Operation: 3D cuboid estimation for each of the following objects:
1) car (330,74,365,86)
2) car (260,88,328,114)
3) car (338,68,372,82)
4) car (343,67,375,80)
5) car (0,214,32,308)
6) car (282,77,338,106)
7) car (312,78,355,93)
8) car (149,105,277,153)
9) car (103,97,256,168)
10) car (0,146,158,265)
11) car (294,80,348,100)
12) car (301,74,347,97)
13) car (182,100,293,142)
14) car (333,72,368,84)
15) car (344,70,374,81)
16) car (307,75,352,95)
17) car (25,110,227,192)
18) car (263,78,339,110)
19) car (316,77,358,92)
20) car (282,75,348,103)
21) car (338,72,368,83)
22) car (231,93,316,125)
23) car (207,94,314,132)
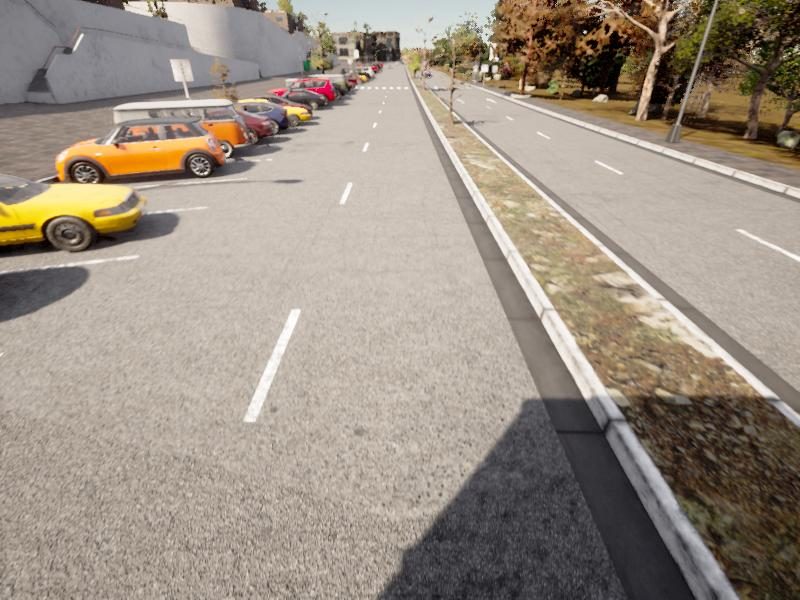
[{"bbox_3d":[-8.040,-33.747,61.315,4.792,1.488,2.163,-11,32,-17],"label":"car"},{"bbox_3d":[-8.063,-15.247,30.539,4.674,1.452,2.002,-11,33,-17],"label":"car"},{"bbox_3d":[-8.043,-40.189,71.461,5.566,2.045,2.435,-11,32,-17],"label":"car"},{"bbox_3d":[-8.094,-44.866,79.128,5.566,2.045,2.435,-11,33,-17],"label":"car"},{"bbox_3d":[-8.093,-0.119,4.798,4.792,1.488,2.163,-11,32,-17],"label":"car"},{"bbox_3d":[-7.961,-18.569,35.560,4.442,1.987,1.878,-11,32,-17],"label":"car"},{"bbox_3d":[-8.061,-25.998,48.442,4.674,1.452,2.002,-11,33,-17],"label":"car"},{"bbox_3d":[-8.061,-7.634,17.701,4.674,1.452,2.002,-11,32,-17],"label":"car"},{"bbox_3d":[-7.962,-6.379,15.037,4.442,1.987,1.878,-11,31,-17],"label":"car"},{"bbox_3d":[-7.893,-1.687,7.427,5.366,1.575,1.946,-11,31,-17],"label":"car"},{"bbox_3d":[-8.060,-21.423,40.753,4.892,1.521,2.231,-11,33,-17],"label":"car"},{"bbox_3d":[-8.178,-23.131,43.157,4.442,1.987,1.878,-11,33,-17],"label":"car"},{"bbox_3d":[-8.093,-9.148,20.258,4.792,1.488,2.163,-11,32,-17],"label":"car"},{"bbox_3d":[-8.237,-36.826,66.375,5.366,1.575,1.946,-11,33,-17],"label":"car"},{"bbox_3d":[-7.893,-43.129,76.759,5.366,1.575,1.946,-11,33,-17],"label":"car"},{"bbox_3d":[-8.038,-24.610,45.809,4.553,1.767,2.185,-11,33,-17],"label":"car"},{"bbox_3d":[-8.039,-4.765,12.474,4.553,1.767,2.185,-11,32,-17],"label":"car"},{"bbox_3d":[-8.096,-17.022,32.939,5.566,2.045,2.435,-11,33,-17],"label":"car"},{"bbox_3d":[-8.040,-27.562,51.024,4.792,1.488,2.163,-11,32,-17],"label":"car"},{"bbox_3d":[-8.045,-20.111,38.079,5.566,2.045,2.435,-11,32,-17],"label":"car"},{"bbox_3d":[-8.070,-38.379,69.027,4.674,1.452,2.002,-11,32,-17],"label":"car"},{"bbox_3d":[-8.039,-12.205,25.417,4.792,1.488,2.163,-11,32,-17],"label":"car"},{"bbox_3d":[-7.894,-10.742,22.881,5.366,1.575,1.946,-11,32,-17],"label":"car"}]
